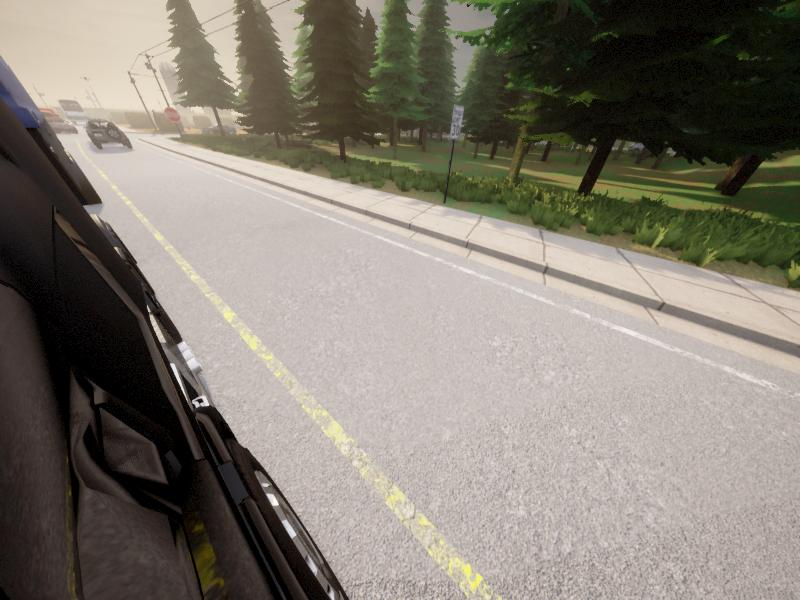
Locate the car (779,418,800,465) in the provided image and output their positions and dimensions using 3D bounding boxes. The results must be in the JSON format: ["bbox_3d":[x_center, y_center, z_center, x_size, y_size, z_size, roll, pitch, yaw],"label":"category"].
[{"bbox_3d":[4.733,1.952,0.185,4.181,1.385,1.994,26,43,28],"label":"car"}]

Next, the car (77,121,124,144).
[{"bbox_3d":[-27.665,-15.535,21.390,4.514,1.525,2.007,31,45,33],"label":"car"}]

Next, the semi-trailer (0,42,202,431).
[{"bbox_3d":[-8.703,-3.603,4.222,14.254,4.402,2.717,28,44,30],"label":"semi-trailer"}]

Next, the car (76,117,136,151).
[{"bbox_3d":[-22.796,-12.915,17.899,4.605,1.855,1.932,29,44,31],"label":"car"}]

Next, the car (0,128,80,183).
[{"bbox_3d":[-15.970,-6.293,9.808,4.902,1.511,2.128,28,44,30],"label":"car"}]

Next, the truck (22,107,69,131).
[{"bbox_3d":[-50.576,-25.962,33.088,5.204,2.467,2.627,30,45,30],"label":"truck"}]

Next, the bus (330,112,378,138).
[{"bbox_3d":[-10.070,-39.344,52.101,3.944,4.253,10.273,27,43,29],"label":"bus"}]

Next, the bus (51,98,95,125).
[{"bbox_3d":[-73.764,-42.447,52.200,10.273,4.253,3.944,29,44,31],"label":"bus"}]

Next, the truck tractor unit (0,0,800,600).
[{"bbox_3d":[-2.645,-0.295,0.351,6.516,4.208,3.053,28,44,30],"label":"truck tractor unit"}]

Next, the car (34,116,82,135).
[{"bbox_3d":[-41.404,-21.160,27.991,3.988,1.617,1.851,18,39,20],"label":"car"}]

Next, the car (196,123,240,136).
[{"bbox_3d":[-29.453,-27.668,37.568,2.128,1.511,4.902,27,43,29],"label":"car"}]
